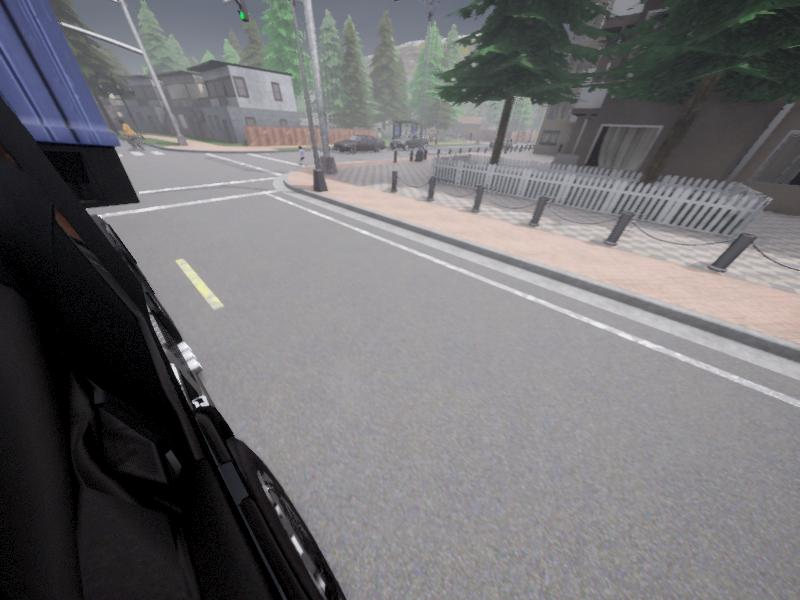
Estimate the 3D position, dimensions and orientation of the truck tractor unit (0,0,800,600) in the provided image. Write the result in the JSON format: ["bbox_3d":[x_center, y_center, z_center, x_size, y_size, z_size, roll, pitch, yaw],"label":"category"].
[{"bbox_3d":[-2.645,-0.295,0.352,6.516,4.208,3.053,28,44,30],"label":"truck tractor unit"}]

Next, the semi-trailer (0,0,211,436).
[{"bbox_3d":[-9.760,-2.554,2.626,14.254,4.402,2.717,13,32,12],"label":"semi-trailer"}]

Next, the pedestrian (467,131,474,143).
[{"bbox_3d":[14.091,-32.558,46.064,0.751,1.860,0.751,27,43,29],"label":"pedestrian"}]

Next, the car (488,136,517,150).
[{"bbox_3d":[15.728,-24.026,35.360,2.038,1.542,4.974,30,45,32],"label":"car"}]

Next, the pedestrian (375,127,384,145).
[{"bbox_3d":[-2.647,-21.400,30.139,0.751,1.860,0.751,31,45,32],"label":"pedestrian"}]

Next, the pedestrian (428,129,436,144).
[{"bbox_3d":[5.120,-26.347,37.221,0.751,1.860,0.751,28,44,30],"label":"pedestrian"}]

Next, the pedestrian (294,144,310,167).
[{"bbox_3d":[-5.843,-8.648,13.825,0.500,1.100,0.500,24,42,26],"label":"pedestrian"}]

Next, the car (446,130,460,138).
[{"bbox_3d":[15.565,-48.548,67.508,1.905,1.878,3.866,29,44,31],"label":"car"}]

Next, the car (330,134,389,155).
[{"bbox_3d":[-3.727,-14.980,22.196,2.033,1.411,5.357,30,45,32],"label":"car"}]

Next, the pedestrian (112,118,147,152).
[{"bbox_3d":[-18.796,-11.459,16.094,0.751,1.860,0.751,26,43,28],"label":"pedestrian"}]

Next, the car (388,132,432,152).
[{"bbox_3d":[1.200,-18.130,26.514,2.152,1.651,5.027,30,45,32],"label":"car"}]

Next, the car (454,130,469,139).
[{"bbox_3d":[17.708,-47.664,66.460,1.932,1.855,4.605,29,44,31],"label":"car"}]
